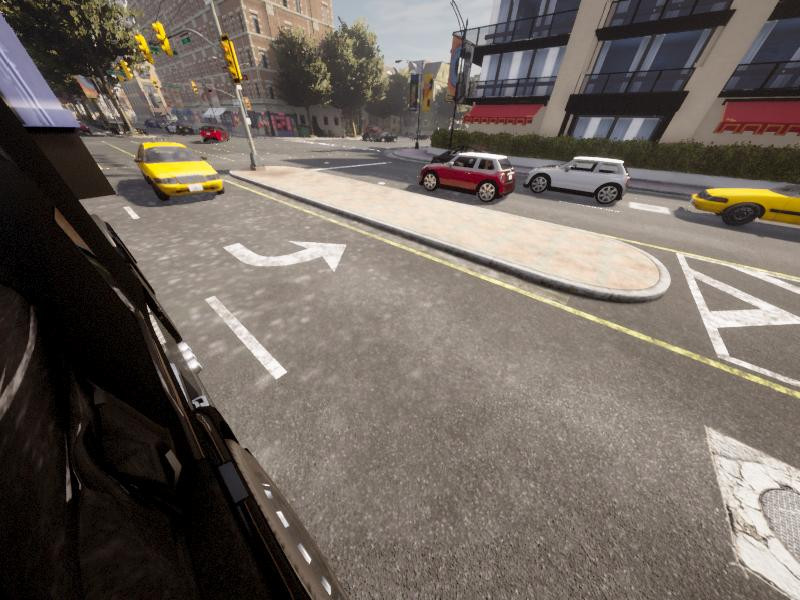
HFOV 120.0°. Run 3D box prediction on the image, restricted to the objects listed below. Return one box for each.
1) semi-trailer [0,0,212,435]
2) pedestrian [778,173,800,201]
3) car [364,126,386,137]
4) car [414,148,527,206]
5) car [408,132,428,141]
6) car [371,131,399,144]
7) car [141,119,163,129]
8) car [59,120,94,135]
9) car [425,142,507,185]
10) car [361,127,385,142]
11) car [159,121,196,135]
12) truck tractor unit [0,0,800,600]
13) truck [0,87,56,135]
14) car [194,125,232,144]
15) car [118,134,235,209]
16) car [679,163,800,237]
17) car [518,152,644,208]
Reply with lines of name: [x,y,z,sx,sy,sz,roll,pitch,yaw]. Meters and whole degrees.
semi-trailer: [-9.457,-2.940,3.285,14.254,4.402,2.717,19,40,20]
pedestrian: [18.598,-5.525,10.351,0.751,1.860,0.751,31,45,32]
car: [-6.378,-42.507,58.321,5.566,2.045,2.150,29,44,31]
car: [2.758,-5.249,9.598,3.806,1.475,1.970,28,43,29]
car: [3.890,-34.526,48.810,1.812,1.442,4.674,27,43,29]
car: [-2.397,-26.780,38.017,1.837,1.490,4.892,27,44,29]
car: [-50.879,-36.017,47.346,4.674,1.442,1.812,27,43,29]
car: [-39.826,-21.264,28.457,4.718,1.301,1.895,28,43,29]
car: [3.488,-7.614,12.739,3.705,1.549,1.789,28,43,29]
car: [-4.648,-28.678,40.086,1.905,1.878,3.866,29,44,30]
car: [-34.629,-26.797,35.981,4.974,1.542,2.038,19,40,21]
truck tractor unit: [-2.645,-0.295,0.351,6.516,4.208,3.053,28,44,30]
truck: [-42.462,-20.962,25.775,8.468,3.827,2.891,28,43,29]
car: [-21.150,-18.979,26.390,2.007,1.525,4.514,-9,38,-15]
car: [-8.162,-4.871,8.316,5.366,1.575,1.801,31,45,33]
car: [12.686,-2.810,6.879,5.366,1.575,1.801,28,43,29]
car: [7.679,-5.388,10.093,3.806,1.475,1.970,28,44,30]
